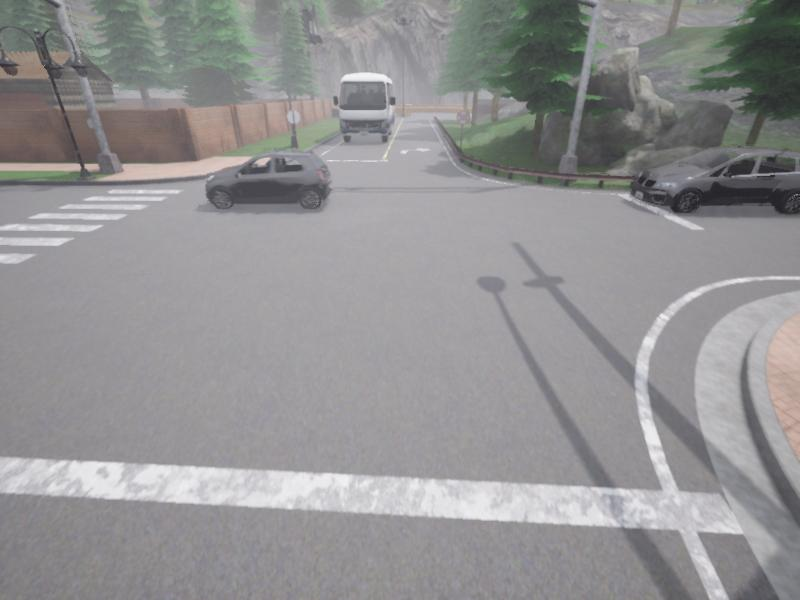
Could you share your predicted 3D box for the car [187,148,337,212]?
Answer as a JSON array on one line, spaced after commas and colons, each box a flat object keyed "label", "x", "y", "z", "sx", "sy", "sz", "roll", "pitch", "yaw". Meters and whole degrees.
[{"label": "car", "x": -3.880, "y": -3.600, "z": 11.858, "sx": 3.633, "sy": 1.501, "sz": 1.845, "roll": 0, "pitch": 27, "yaw": 0}]

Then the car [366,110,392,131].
[{"label": "car", "x": -1.935, "y": -17.385, "z": 38.624, "sx": 2.128, "sy": 1.511, "sz": 4.902, "roll": 1, "pitch": 27, "yaw": 2}]

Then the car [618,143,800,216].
[{"label": "car", "x": 9.514, "y": -3.608, "z": 11.826, "sx": 4.611, "sy": 1.667, "sz": 2.242, "roll": 0, "pitch": 27, "yaw": 1}]

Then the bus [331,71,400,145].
[{"label": "bus", "x": -2.106, "y": -14.462, "z": 29.970, "sx": 3.944, "sy": 4.253, "sz": 10.273, "roll": 1, "pitch": 27, "yaw": 2}]
